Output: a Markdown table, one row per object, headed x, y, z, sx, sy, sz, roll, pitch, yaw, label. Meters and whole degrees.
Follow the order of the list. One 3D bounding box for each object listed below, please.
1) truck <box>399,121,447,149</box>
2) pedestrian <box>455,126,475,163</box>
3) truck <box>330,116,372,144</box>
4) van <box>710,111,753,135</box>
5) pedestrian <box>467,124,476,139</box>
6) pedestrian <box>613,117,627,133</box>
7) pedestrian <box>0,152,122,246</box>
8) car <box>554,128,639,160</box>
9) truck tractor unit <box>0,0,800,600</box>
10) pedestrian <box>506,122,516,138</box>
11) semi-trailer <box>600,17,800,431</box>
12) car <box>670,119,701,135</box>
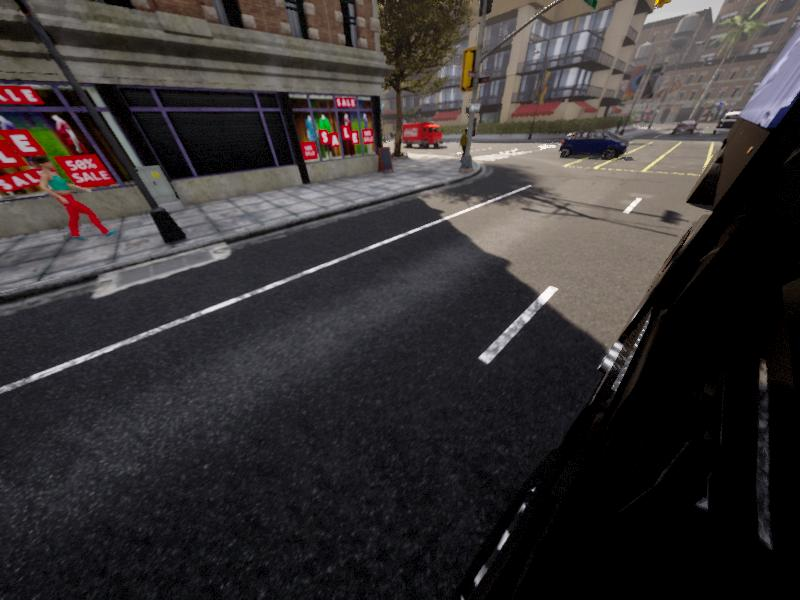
| x | y | z | sx | sy | sz | roll | pitch | yaw | label |
| --- | --- | --- | --- | --- | --- | --- | --- | --- | --- |
| 2.713 | -20.079 | 28.162 | 2.627 | 2.467 | 5.204 | -31 | 45 | -32 | truck |
| 4.083 | -9.731 | 14.506 | 0.751 | 1.860 | 0.751 | 21 | 43 | 28 | pedestrian |
| -9.072 | -30.937 | 42.252 | 2.891 | 3.827 | 8.468 | -31 | 45 | -32 | truck |
| 38.686 | -20.744 | 27.077 | 4.480 | 2.038 | 2.069 | -30 | 45 | -32 | van |
| 11.047 | -26.017 | 35.744 | 0.751 | 1.860 | 0.751 | -25 | 42 | -27 | pedestrian |
| 32.595 | -25.962 | 34.276 | 0.751 | 1.860 | 0.751 | -32 | 46 | -33 | pedestrian |
| -7.856 | -2.391 | 5.505 | 0.751 | 1.860 | 0.751 | -31 | 45 | -32 | pedestrian |
| 12.875 | -10.392 | 15.370 | 1.789 | 1.549 | 3.705 | -31 | 45 | -32 | car |
| 2.645 | -0.295 | 0.351 | 6.516 | 4.208 | 3.053 | -28 | 44 | -30 | truck tractor unit |
| 16.870 | -25.818 | 35.102 | 0.751 | 1.860 | 0.751 | 29 | 47 | 35 | pedestrian |
| 8.574 | -3.693 | 4.338 | 14.254 | 4.402 | 2.717 | -30 | 44 | -31 | semi-trailer |
| 36.777 | -22.244 | 29.695 | 4.674 | 1.442 | 1.812 | -30 | 45 | -32 | car |
